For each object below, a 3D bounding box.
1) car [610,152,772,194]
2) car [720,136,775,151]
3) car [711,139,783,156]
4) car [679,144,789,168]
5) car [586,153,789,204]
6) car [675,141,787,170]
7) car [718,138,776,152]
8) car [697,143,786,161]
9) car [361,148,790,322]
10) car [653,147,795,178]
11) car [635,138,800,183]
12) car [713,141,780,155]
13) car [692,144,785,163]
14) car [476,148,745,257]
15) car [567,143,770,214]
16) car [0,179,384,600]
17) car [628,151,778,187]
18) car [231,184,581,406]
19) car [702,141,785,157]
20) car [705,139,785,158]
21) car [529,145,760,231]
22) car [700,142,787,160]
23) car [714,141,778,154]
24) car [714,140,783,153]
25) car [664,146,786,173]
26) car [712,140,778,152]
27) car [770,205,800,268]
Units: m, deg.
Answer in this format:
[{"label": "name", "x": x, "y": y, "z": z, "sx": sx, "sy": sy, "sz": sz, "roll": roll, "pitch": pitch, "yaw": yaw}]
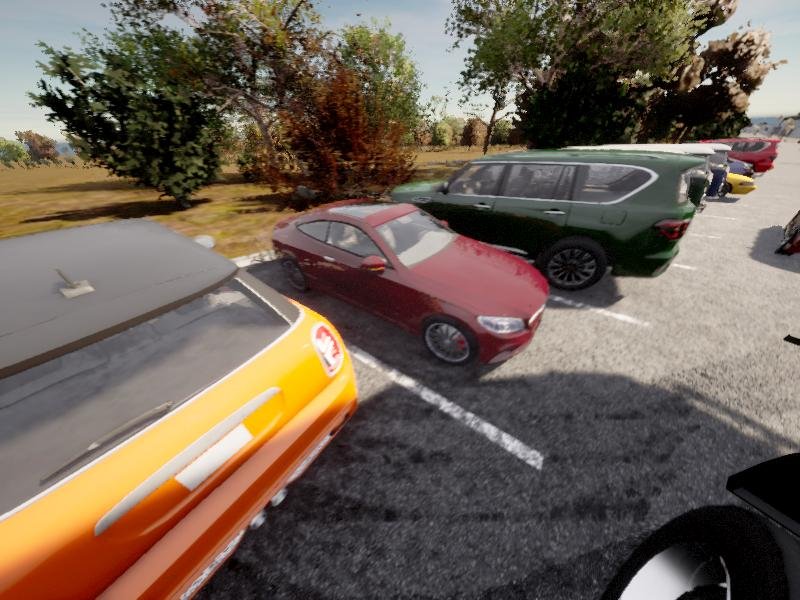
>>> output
[{"label": "car", "x": 14.353, "y": -6.732, "z": 12.031, "sx": 4.792, "sy": 1.488, "sz": 2.163, "roll": 21, "pitch": 40, "yaw": 29}, {"label": "car", "x": 59.278, "y": -26.766, "z": 39.551, "sx": 4.442, "sy": 1.987, "sz": 1.878, "roll": 17, "pitch": 38, "yaw": 25}, {"label": "car", "x": 45.466, "y": -20.148, "z": 30.477, "sx": 4.553, "sy": 1.767, "sz": 2.185, "roll": 19, "pitch": 39, "yaw": 26}, {"label": "car", "x": 28.921, "y": -12.759, "z": 20.379, "sx": 5.008, "sy": 1.535, "sz": 2.097, "roll": 21, "pitch": 40, "yaw": 28}, {"label": "car", "x": 12.096, "y": -5.697, "z": 10.525, "sx": 5.366, "sy": 1.575, "sz": 1.946, "roll": 21, "pitch": 40, "yaw": 29}, {"label": "car", "x": 26.535, "y": -11.843, "z": 18.887, "sx": 4.553, "sy": 1.767, "sz": 2.185, "roll": 21, "pitch": 40, "yaw": 28}, {"label": "car", "x": 56.944, "y": -25.592, "z": 38.085, "sx": 4.553, "sy": 1.767, "sz": 2.185, "roll": 18, "pitch": 39, "yaw": 25}, {"label": "car", "x": 36.094, "y": -15.809, "z": 24.686, "sx": 4.792, "sy": 1.488, "sz": 2.163, "roll": 20, "pitch": 39, "yaw": 27}, {"label": "car", "x": 2.162, "y": -1.983, "z": 4.933, "sx": 5.566, "sy": 2.045, "sz": 2.435, "roll": 21, "pitch": 41, "yaw": 29}, {"label": "car", "x": 21.833, "y": -9.687, "z": 16.085, "sx": 5.366, "sy": 1.575, "sz": 1.946, "roll": 21, "pitch": 40, "yaw": 28}, {"label": "car", "x": 19.222, "y": -8.956, "z": 14.648, "sx": 5.566, "sy": 2.045, "sz": 2.435, "roll": 21, "pitch": 41, "yaw": 29}, {"label": "car", "x": 47.762, "y": -21.093, "z": 32.083, "sx": 4.674, "sy": 1.452, "sz": 2.002, "roll": 19, "pitch": 39, "yaw": 26}, {"label": "car", "x": 33.662, "y": -14.791, "z": 23.267, "sx": 4.792, "sy": 1.488, "sz": 2.163, "roll": 20, "pitch": 40, "yaw": 27}, {"label": "car", "x": 4.723, "y": -2.913, "z": 6.268, "sx": 4.442, "sy": 1.987, "sz": 1.878, "roll": 21, "pitch": 40, "yaw": 29}, {"label": "car", "x": 9.599, "y": -4.908, "z": 9.046, "sx": 4.442, "sy": 1.987, "sz": 1.878, "roll": 21, "pitch": 40, "yaw": 29}, {"label": "car", "x": -2.665, "y": 0.131, "z": 2.201, "sx": 4.553, "sy": 1.767, "sz": 2.185, "roll": 21, "pitch": 41, "yaw": 29}, {"label": "car", "x": 16.842, "y": -7.713, "z": 13.396, "sx": 4.792, "sy": 1.488, "sz": 2.163, "roll": 21, "pitch": 40, "yaw": 29}, {"label": "car", "x": -0.247, "y": -0.742, "z": 3.702, "sx": 4.674, "sy": 1.452, "sz": 2.002, "roll": 21, "pitch": 40, "yaw": 29}, {"label": "car", "x": 42.955, "y": -19.044, "z": 29.154, "sx": 5.366, "sy": 1.575, "sz": 1.946, "roll": 19, "pitch": 40, "yaw": 27}, {"label": "car", "x": 40.749, "y": -18.046, "z": 27.545, "sx": 4.553, "sy": 1.767, "sz": 2.185, "roll": 19, "pitch": 39, "yaw": 27}, {"label": "car", "x": 7.161, "y": -3.910, "z": 7.657, "sx": 4.442, "sy": 1.987, "sz": 1.878, "roll": 21, "pitch": 40, "yaw": 29}, {"label": "car", "x": 38.429, "y": -16.879, "z": 26.128, "sx": 5.008, "sy": 1.535, "sz": 2.097, "roll": 20, "pitch": 40, "yaw": 27}, {"label": "car", "x": 50.067, "y": -22.174, "z": 33.595, "sx": 4.674, "sy": 1.452, "sz": 2.002, "roll": 18, "pitch": 39, "yaw": 26}, {"label": "car", "x": 52.521, "y": -23.251, "z": 35.018, "sx": 5.366, "sy": 1.575, "sz": 1.946, "roll": 18, "pitch": 39, "yaw": 26}, {"label": "car", "x": 24.103, "y": -10.739, "z": 17.566, "sx": 4.892, "sy": 1.521, "sz": 2.231, "roll": 21, "pitch": 40, "yaw": 28}, {"label": "car", "x": 54.485, "y": -24.448, "z": 36.705, "sx": 5.366, "sy": 1.575, "sz": 1.946, "roll": 18, "pitch": 39, "yaw": 25}, {"label": "car", "x": 10.327, "y": -1.629, "z": 4.925, "sx": 4.181, "sy": 1.385, "sz": 1.994, "roll": -22, "pitch": 41, "yaw": -28}]
